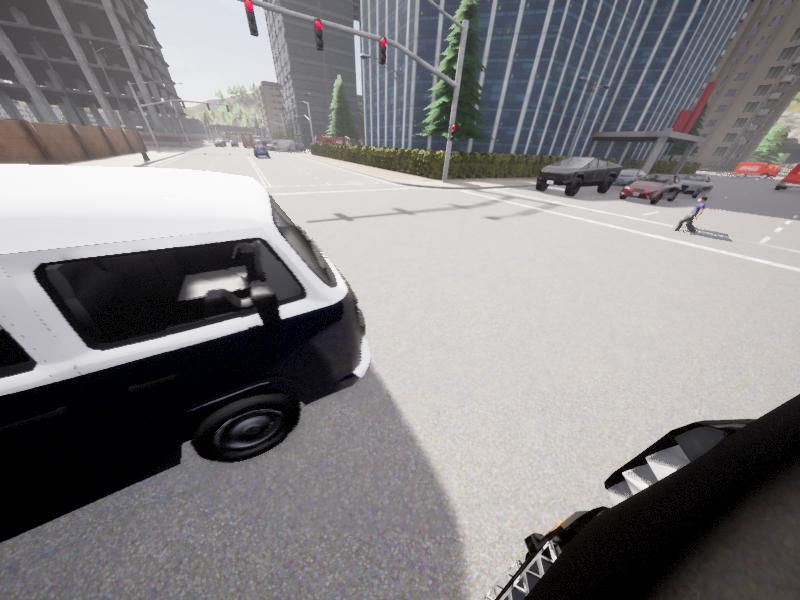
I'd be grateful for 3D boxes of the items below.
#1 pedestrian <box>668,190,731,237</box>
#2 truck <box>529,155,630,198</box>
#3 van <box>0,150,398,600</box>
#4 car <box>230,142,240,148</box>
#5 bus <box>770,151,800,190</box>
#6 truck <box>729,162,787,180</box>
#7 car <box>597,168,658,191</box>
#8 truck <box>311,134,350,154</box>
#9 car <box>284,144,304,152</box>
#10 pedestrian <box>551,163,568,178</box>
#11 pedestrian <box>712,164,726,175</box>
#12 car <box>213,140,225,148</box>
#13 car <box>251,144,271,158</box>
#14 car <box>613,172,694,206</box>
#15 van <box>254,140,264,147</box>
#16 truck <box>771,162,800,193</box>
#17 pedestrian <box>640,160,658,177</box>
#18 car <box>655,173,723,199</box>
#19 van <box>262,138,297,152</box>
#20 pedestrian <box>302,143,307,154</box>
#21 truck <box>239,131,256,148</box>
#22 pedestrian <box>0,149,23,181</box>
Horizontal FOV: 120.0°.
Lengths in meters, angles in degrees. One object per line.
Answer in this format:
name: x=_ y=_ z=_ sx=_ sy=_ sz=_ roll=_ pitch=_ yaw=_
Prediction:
pedestrian: x=10.262 y=-3.012 z=8.000 sx=0.751 sy=1.300 sz=0.751 roll=28 pitch=41 yaw=32
truck: x=12.017 y=-8.360 z=15.490 sx=6.274 sy=2.098 sz=2.390 roll=-16 pitch=38 yaw=-26
van: x=-2.503 y=0.320 z=1.430 sx=4.480 sy=2.038 sz=2.069 roll=-16 pitch=38 yaw=-26
car: x=-46.794 y=-44.042 z=65.433 sx=1.895 sy=1.301 sz=4.718 roll=-16 pitch=38 yaw=-26
bus: x=49.691 y=-15.572 z=27.274 sx=10.273 sy=4.253 sz=3.944 roll=-16 pitch=38 yaw=-26
truck: x=67.886 y=-24.583 z=43.922 sx=2.627 sy=2.467 sz=5.204 roll=-16 pitch=38 yaw=-26
car: x=18.805 y=-10.023 z=19.103 sx=4.674 sy=1.442 sz=1.812 roll=-16 pitch=38 yaw=-26
truck: x=-17.331 y=-39.062 z=57.924 sx=8.468 sy=3.827 sz=2.891 roll=-16 pitch=38 yaw=-26
car: x=-26.338 y=-37.730 z=57.313 sx=3.988 sy=1.617 sz=1.851 roll=-17 pitch=38 yaw=-27
pedestrian: x=15.836 y=-12.854 z=22.941 sx=0.751 sy=1.300 sz=0.751 roll=-16 pitch=38 yaw=-26
pedestrian: x=68.451 y=-27.935 z=49.499 sx=0.751 sy=1.860 sz=0.751 roll=-7 pitch=35 yaw=-15
car: x=-47.903 y=-41.321 z=61.164 sx=2.033 sy=1.411 sz=5.357 roll=-16 pitch=38 yaw=-26
car: x=-20.375 y=-21.824 z=33.863 sx=2.007 sy=1.525 sz=4.514 roll=-15 pitch=38 yaw=-25
car: x=15.307 y=-6.802 z=13.964 sx=4.193 sy=1.474 sz=1.816 roll=-16 pitch=38 yaw=-26
van: x=-47.759 y=-53.039 z=78.227 sx=2.069 sy=2.038 sz=4.480 roll=-16 pitch=38 yaw=-26
truck: x=41.416 y=-12.409 z=23.491 sx=5.204 sy=2.467 sz=2.627 roll=-16 pitch=38 yaw=-26
pedestrian: x=32.983 y=-17.428 z=30.626 sx=0.751 sy=1.860 sz=0.751 roll=-17 pitch=38 yaw=-27
car: x=21.357 y=-8.487 z=17.057 sx=4.181 sy=1.385 sz=1.994 roll=-17 pitch=38 yaw=-27
van: x=-27.130 y=-34.966 z=52.277 sx=2.351 sy=2.431 sz=6.366 roll=24 pitch=39 yaw=29
pedestrian: x=-20.572 y=-32.616 z=49.725 sx=0.751 sy=1.860 sz=0.751 roll=-6 pitch=35 yaw=-13
truck: x=-45.205 y=-47.439 z=68.380 sx=2.891 sy=3.827 sz=8.468 roll=-16 pitch=38 yaw=-26
pedestrian: x=-17.904 y=-6.225 z=9.983 sx=0.751 sy=1.860 sz=0.751 roll=-19 pitch=39 yaw=-29
